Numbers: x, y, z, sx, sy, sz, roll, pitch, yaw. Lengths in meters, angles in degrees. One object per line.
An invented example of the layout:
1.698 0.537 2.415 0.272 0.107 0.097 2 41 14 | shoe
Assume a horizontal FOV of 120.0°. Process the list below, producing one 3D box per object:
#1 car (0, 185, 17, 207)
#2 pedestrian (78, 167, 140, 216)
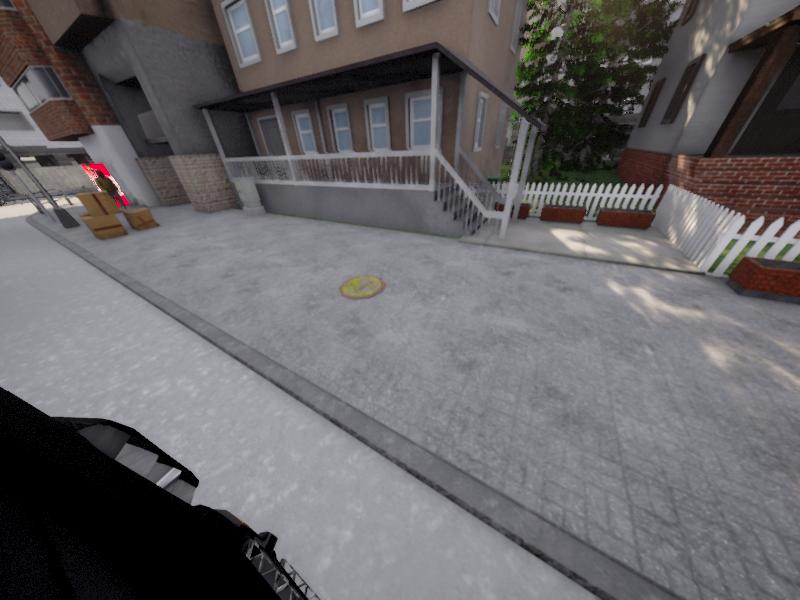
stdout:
-27.193 -5.944 13.373 2.097 1.767 4.553 1 34 5 | car
-12.875 -4.837 10.296 0.751 1.860 0.751 11 36 20 | pedestrian
